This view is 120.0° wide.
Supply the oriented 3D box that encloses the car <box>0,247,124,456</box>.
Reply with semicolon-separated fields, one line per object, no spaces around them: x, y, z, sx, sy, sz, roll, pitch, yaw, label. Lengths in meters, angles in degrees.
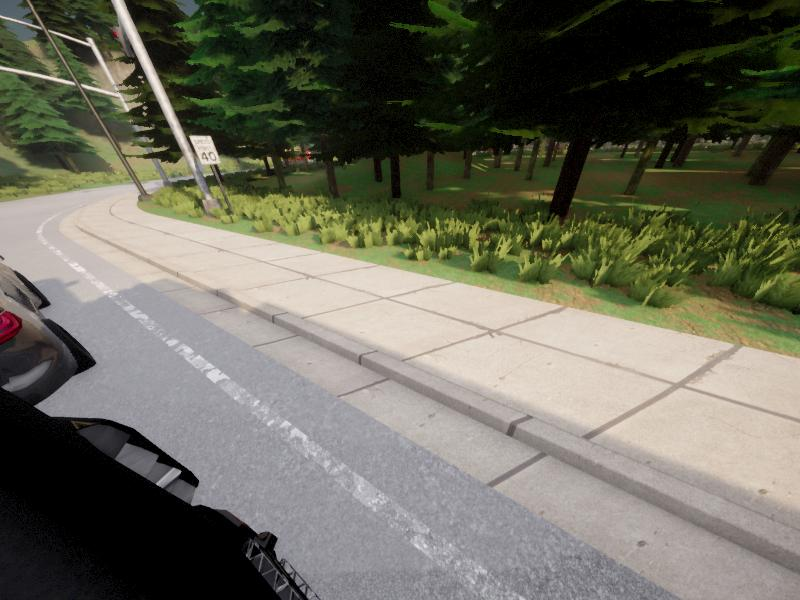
-5.788;0.289;2.439;4.611;1.667;2.242;16;38;26;car
